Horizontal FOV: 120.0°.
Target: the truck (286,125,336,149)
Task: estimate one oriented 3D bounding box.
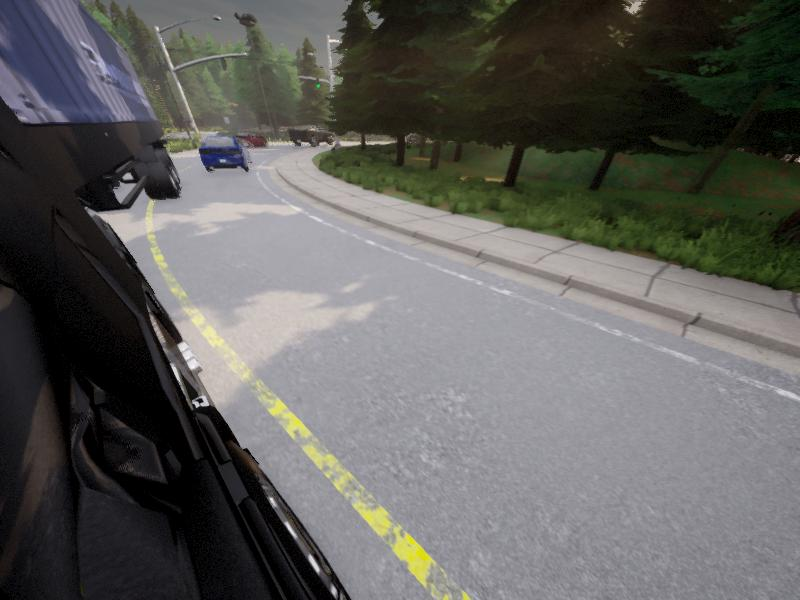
[{"bbox_3d":[-10.330,-19.549,27.602,2.390,2.098,6.274,10,37,10],"label":"truck"}]

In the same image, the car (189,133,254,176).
[{"bbox_3d":[-9.591,-8.245,12.860,1.882,1.535,5.008,-13,40,-21],"label":"car"}]

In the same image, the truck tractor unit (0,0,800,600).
[{"bbox_3d":[-2.645,-0.295,0.351,6.516,4.208,3.053,28,44,30],"label":"truck tractor unit"}]

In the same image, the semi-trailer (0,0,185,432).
[{"bbox_3d":[-7.626,-4.168,5.058,2.717,4.402,14.254,-22,43,-29],"label":"semi-trailer"}]

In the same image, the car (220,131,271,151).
[{"bbox_3d":[-14.936,-15.649,22.633,1.994,1.385,4.181,5,36,3],"label":"car"}]
